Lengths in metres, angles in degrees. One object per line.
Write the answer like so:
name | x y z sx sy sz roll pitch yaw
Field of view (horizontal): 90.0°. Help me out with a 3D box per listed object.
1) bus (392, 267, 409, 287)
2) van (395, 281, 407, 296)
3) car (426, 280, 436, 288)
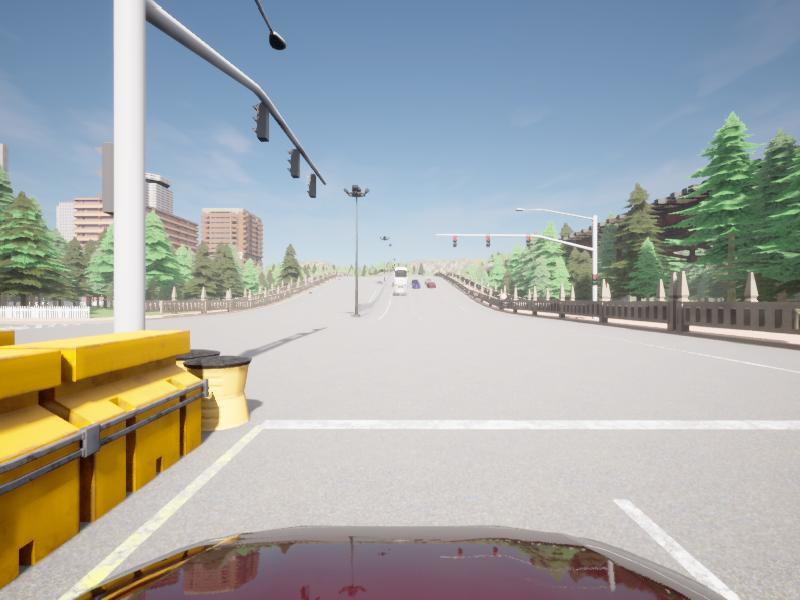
bus | 0.141 -5.722 98.248 3.944 4.253 10.273 0 7 0
van | 0.155 -2.399 79.277 2.351 2.431 6.366 0 7 0
car | 7.237 -3.771 93.872 2.163 1.488 4.792 0 7 0
